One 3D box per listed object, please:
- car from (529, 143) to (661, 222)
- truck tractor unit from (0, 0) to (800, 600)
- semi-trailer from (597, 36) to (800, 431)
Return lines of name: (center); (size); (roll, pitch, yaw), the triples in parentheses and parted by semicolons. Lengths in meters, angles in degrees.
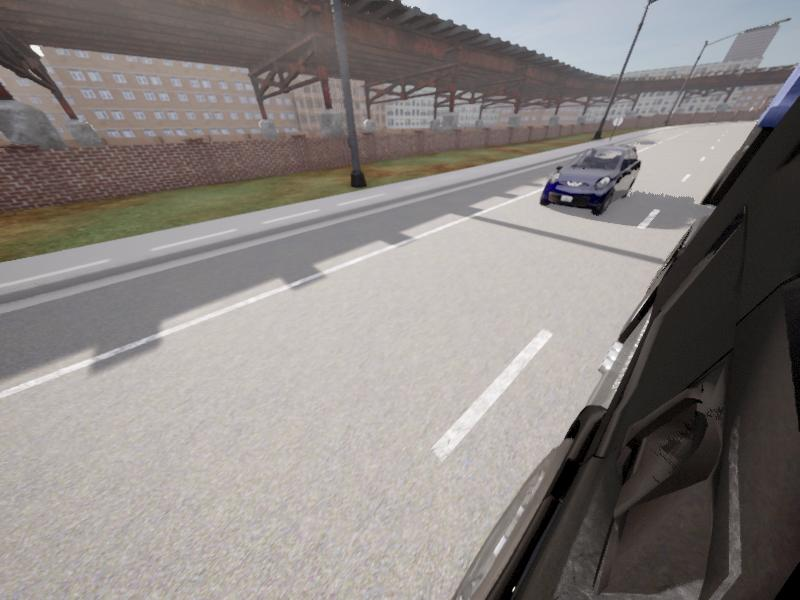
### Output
car: (5.973, -3.811, 7.116); (3.633, 1.501, 1.845); (-29, 44, -30)
truck tractor unit: (2.645, -0.295, 0.351); (6.516, 4.208, 3.053); (-28, 44, -30)
semi-trailer: (8.743, -3.567, 4.194); (14.254, 4.402, 2.717); (-28, 44, -29)
